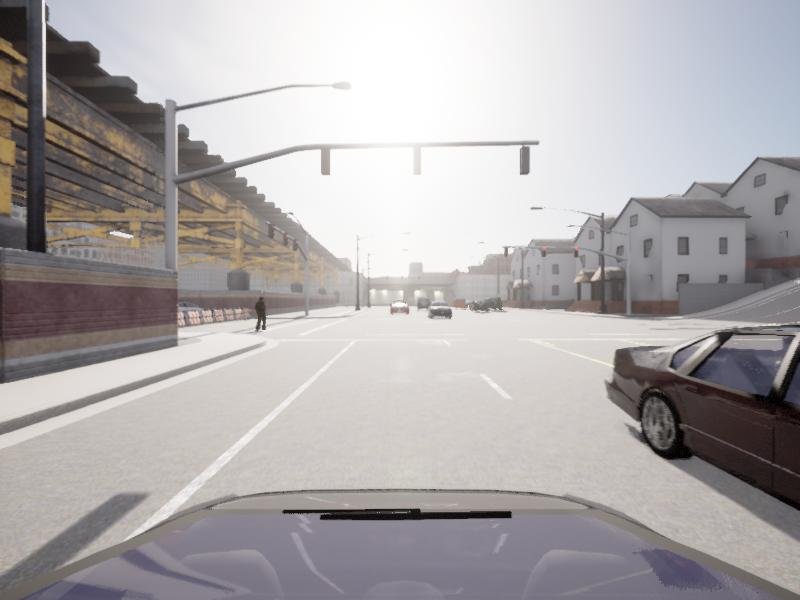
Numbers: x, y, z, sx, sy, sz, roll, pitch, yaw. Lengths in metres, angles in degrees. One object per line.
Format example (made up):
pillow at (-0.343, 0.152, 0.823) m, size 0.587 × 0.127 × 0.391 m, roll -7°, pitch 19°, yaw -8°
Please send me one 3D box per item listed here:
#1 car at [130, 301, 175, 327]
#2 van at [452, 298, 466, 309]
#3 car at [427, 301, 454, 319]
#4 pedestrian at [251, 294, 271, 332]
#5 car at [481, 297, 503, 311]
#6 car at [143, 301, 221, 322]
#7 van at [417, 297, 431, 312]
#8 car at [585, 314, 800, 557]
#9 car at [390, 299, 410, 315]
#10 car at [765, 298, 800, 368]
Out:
car at (-15.954, 0.811, 25.621) m, size 2.038 × 1.542 × 4.974 m, roll 0°, pitch 0°, yaw -36°
van at (10.491, 0.639, 71.284) m, size 1.775 × 1.987 × 4.442 m, roll 0°, pitch 0°, yaw 0°
car at (3.487, 0.867, 35.276) m, size 1.837 × 1.490 × 4.892 m, roll 0°, pitch 0°, yaw 0°
pedestrian at (-6.964, 0.649, 20.096) m, size 0.751 × 1.860 × 0.751 m, roll 0°, pitch 0°, yaw 2°
car at (13.954, 0.605, 60.920) m, size 2.150 × 2.045 × 5.566 m, roll 0°, pitch 0°, yaw 0°
car at (-16.746, 0.814, 30.987) m, size 2.038 × 1.542 × 4.974 m, roll 0°, pitch 0°, yaw 29°
van at (3.482, 0.635, 58.282) m, size 1.775 × 1.987 × 4.442 m, roll 0°, pitch 0°, yaw 0°
car at (3.511, 0.897, 2.742) m, size 2.033 × 1.411 × 5.357 m, roll 0°, pitch 0°, yaw 0°
car at (-0.018, 0.785, 46.281) m, size 2.242 × 1.667 × 4.611 m, roll 0°, pitch 0°, yaw 0°
car at (10.497, 0.783, 7.970) m, size 2.033 × 1.649 × 4.856 m, roll 0°, pitch 0°, yaw 0°
